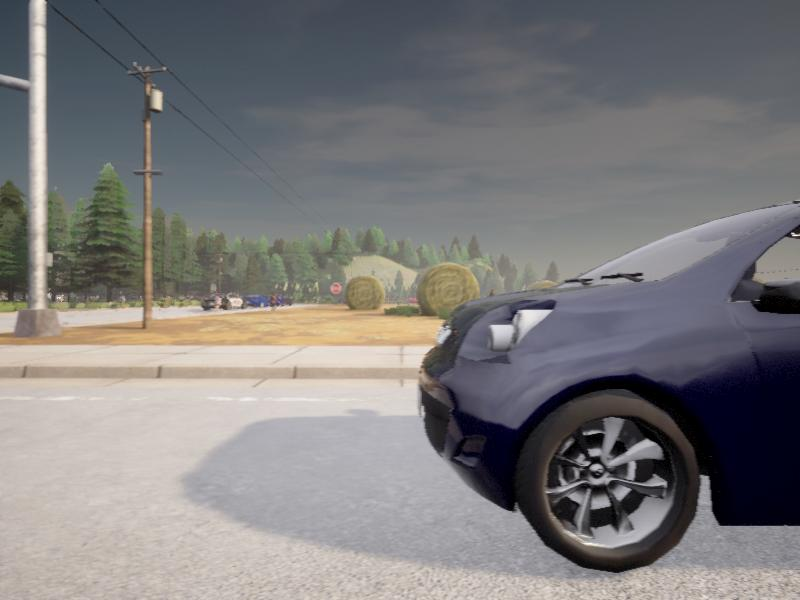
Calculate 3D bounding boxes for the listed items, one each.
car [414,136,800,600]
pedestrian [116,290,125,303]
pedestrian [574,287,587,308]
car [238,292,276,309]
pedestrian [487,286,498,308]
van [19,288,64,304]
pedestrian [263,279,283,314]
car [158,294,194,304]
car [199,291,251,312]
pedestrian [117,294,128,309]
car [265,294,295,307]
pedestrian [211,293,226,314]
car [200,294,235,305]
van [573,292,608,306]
[{"bbox_3d":[1.924,0.230,2.206,3.633,1.501,1.845,0,0,0],"label":"car"},{"bbox_3d":[-40.793,-0.454,58.468,0.751,1.860,0.751,0,0,11],"label":"pedestrian"},{"bbox_3d":[15.826,-0.202,35.057,0.751,1.860,0.751,0,0,-38],"label":"pedestrian"},{"bbox_3d":[-13.941,0.067,39.358,1.882,1.535,5.008,0,0,1],"label":"car"},{"bbox_3d":[7.995,-0.221,34.475,0.751,1.860,0.751,0,0,29],"label":"pedestrian"},{"bbox_3d":[-59.471,-0.693,66.401,5.915,2.561,1.988,0,0,2],"label":"van"},{"bbox_3d":[-6.911,-0.200,21.818,0.751,1.860,0.751,0,0,37],"label":"pedestrian"},{"bbox_3d":[-34.563,-0.107,61.787,4.514,1.525,2.007,0,0,3],"label":"car"},{"bbox_3d":[-14.082,0.097,32.574,2.038,1.542,4.974,0,0,1],"label":"car"},{"bbox_3d":[-21.696,0.119,31.306,0.500,1.100,0.500,0,0,12],"label":"pedestrian"},{"bbox_3d":[-13.805,0.046,46.283,2.007,1.525,4.514,0,0,1],"label":"car"},{"bbox_3d":[-9.782,0.191,21.559,0.500,1.100,0.500,0,0,27],"label":"pedestrian"},{"bbox_3d":[-27.914,-0.087,61.327,4.514,1.525,2.007,0,0,6],"label":"car"},{"bbox_3d":[29.031,-0.160,60.985,4.442,1.987,1.775,0,0,4],"label":"van"}]
